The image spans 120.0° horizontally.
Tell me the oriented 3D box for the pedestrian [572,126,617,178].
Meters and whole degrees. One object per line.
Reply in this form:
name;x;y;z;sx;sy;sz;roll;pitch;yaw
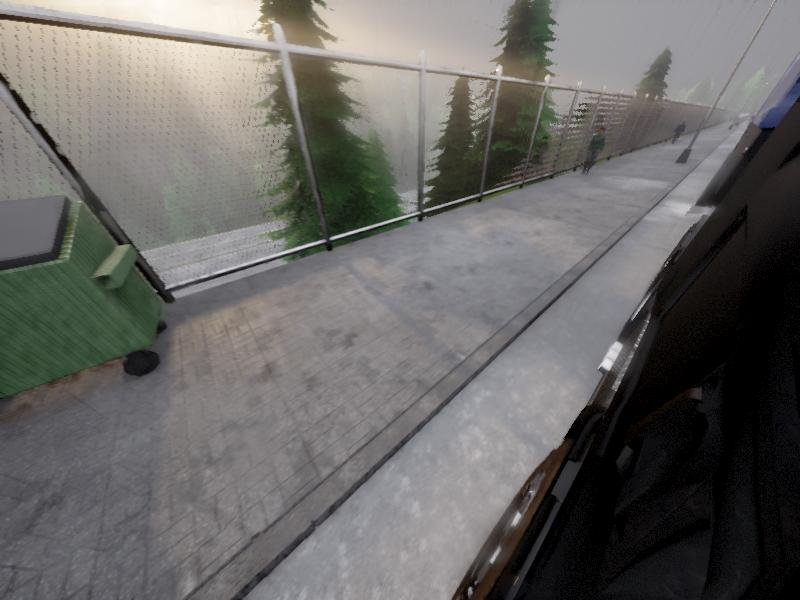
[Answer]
pedestrian;8.557;-6.553;10.253;0.751;1.860;0.751;-28;43;-30

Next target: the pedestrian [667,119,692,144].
pedestrian;26.316;-15.858;21.754;0.751;1.860;0.751;-32;45;-33

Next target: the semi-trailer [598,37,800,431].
semi-trailer;8.700;-3.580;4.261;14.254;4.402;2.717;-28;43;-30

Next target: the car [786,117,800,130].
car;59.999;-26.358;34.405;3.806;1.475;1.970;-28;43;-30

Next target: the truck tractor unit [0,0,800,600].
truck tractor unit;2.645;-0.295;0.352;6.516;4.208;3.053;-28;44;-30
